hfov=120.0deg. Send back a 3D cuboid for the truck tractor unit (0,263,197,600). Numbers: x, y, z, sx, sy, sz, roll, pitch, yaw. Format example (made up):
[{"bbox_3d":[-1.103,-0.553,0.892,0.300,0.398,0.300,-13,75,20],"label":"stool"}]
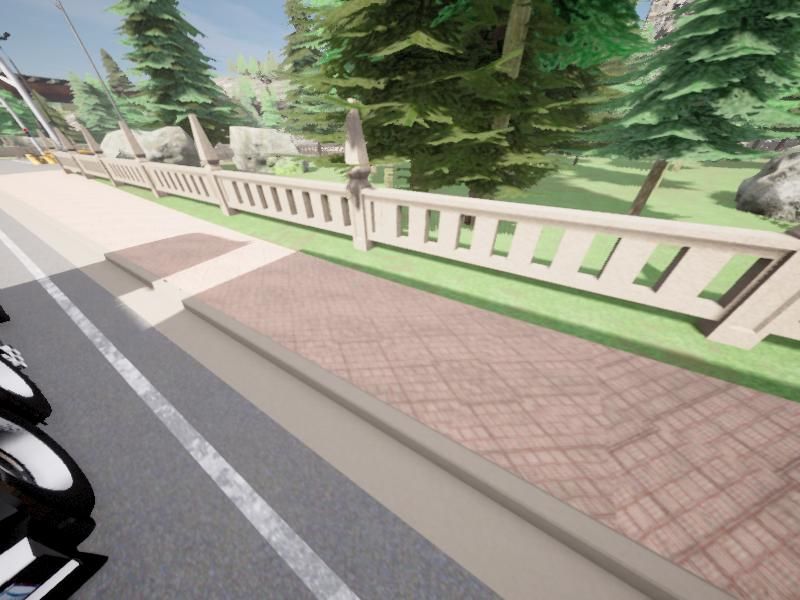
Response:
[{"bbox_3d":[-5.111,-0.301,0.781,6.516,4.208,3.053,18,39,24],"label":"truck tractor unit"}]
